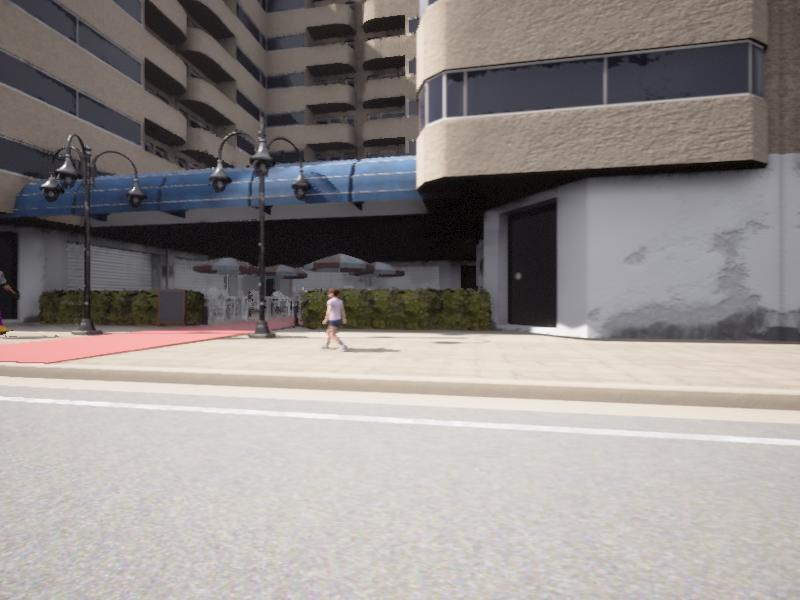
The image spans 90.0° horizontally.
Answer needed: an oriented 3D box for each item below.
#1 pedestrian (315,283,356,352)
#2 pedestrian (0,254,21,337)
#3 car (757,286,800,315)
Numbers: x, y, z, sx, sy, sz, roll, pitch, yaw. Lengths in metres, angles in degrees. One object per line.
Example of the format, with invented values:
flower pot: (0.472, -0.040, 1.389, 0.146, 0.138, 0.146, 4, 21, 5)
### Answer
pedestrian: (-1.072, 0.279, 6.691, 0.500, 1.100, 0.500, 0, 0, 19)
pedestrian: (-9.307, -0.098, 9.039, 0.751, 1.860, 0.751, 0, 0, -2)
car: (29.880, 0.032, 29.882, 2.150, 2.045, 5.566, 0, 0, 10)
